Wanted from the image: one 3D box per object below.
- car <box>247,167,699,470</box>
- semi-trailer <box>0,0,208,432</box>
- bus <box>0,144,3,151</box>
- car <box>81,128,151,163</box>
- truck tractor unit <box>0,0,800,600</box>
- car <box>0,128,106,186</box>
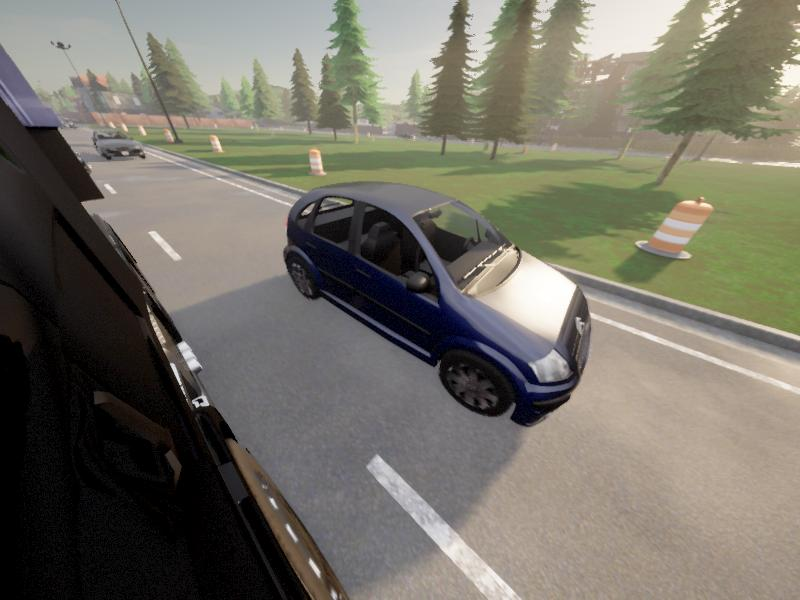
[{"bbox_3d":[0.195,-0.475,2.960,3.988,1.617,1.851,27,43,29],"label":"car"},{"bbox_3d":[-9.119,-3.262,3.791,14.254,4.402,2.717,23,41,25],"label":"semi-trailer"},{"bbox_3d":[-26.252,-9.922,11.869,10.273,4.253,3.944,27,43,29],"label":"bus"},{"bbox_3d":[-17.528,-9.579,14.251,4.193,1.474,1.816,27,43,29],"label":"car"},{"bbox_3d":[-2.645,-0.295,0.351,6.516,4.208,3.053,28,44,30],"label":"truck tractor unit"},{"bbox_3d":[-15.493,-6.127,9.711,4.902,1.511,2.128,19,38,20],"label":"car"}]
